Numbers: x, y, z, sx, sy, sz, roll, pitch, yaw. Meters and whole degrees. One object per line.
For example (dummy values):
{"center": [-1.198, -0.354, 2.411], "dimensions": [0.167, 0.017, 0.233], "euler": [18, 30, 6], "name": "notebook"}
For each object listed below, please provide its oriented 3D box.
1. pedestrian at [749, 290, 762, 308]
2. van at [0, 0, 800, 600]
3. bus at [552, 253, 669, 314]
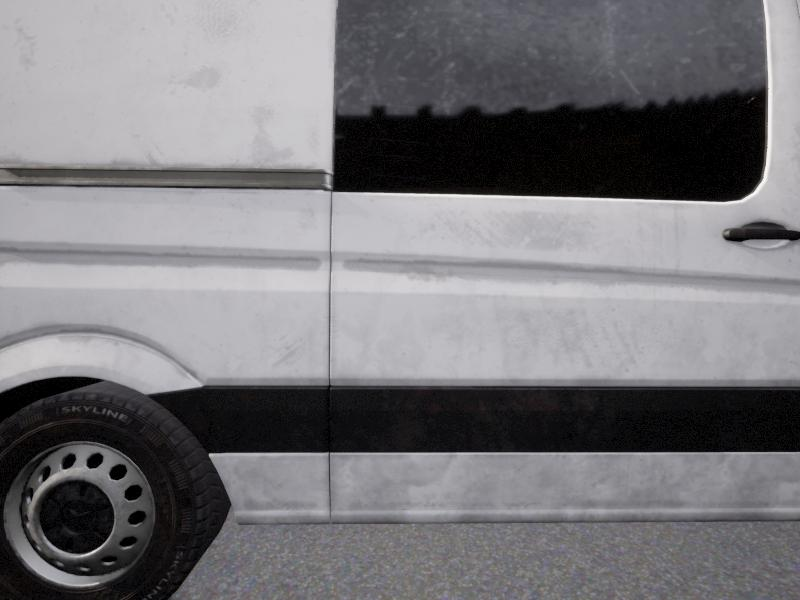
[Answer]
{"center": [36.817, -0.115, 41.442], "dimensions": [0.751, 1.860, 0.751], "euler": [0, 0, 0], "name": "pedestrian"}
{"center": [0.744, -0.278, 2.191], "dimensions": [5.915, 2.561, 1.988], "euler": [0, 0, -1], "name": "van"}
{"center": [16.488, -1.134, 32.689], "dimensions": [3.944, 4.253, 10.273], "euler": [0, 0, -2], "name": "bus"}
